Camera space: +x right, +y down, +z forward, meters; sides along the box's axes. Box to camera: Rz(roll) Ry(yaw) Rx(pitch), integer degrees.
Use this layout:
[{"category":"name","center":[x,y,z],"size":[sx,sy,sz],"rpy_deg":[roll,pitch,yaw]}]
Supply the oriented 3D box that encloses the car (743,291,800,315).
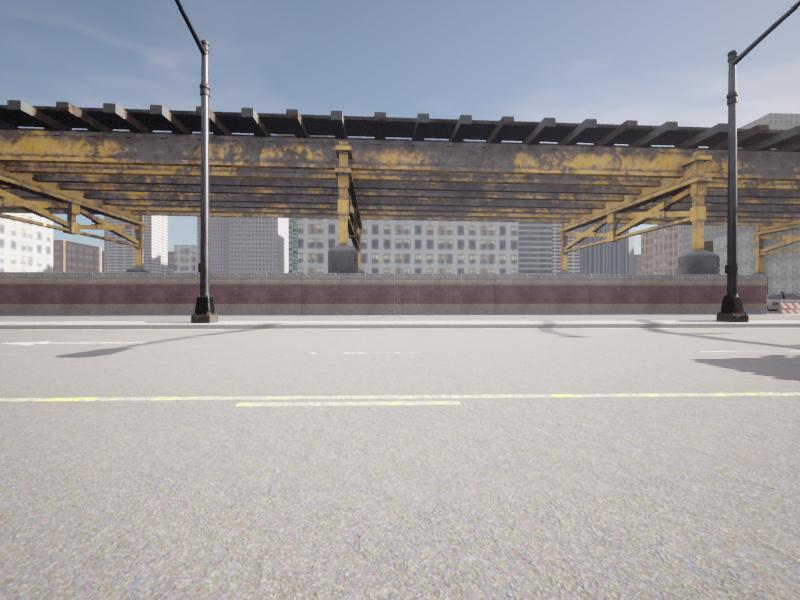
[{"category":"car","center":[27.003,0.196,27.666],"size":[4.974,1.542,2.038],"rpy_deg":[0,0,42]}]

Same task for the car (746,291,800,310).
[{"category":"car","center":[26.964,0.038,27.700],"size":[4.536,1.218,1.853],"rpy_deg":[0,0,42]}]
